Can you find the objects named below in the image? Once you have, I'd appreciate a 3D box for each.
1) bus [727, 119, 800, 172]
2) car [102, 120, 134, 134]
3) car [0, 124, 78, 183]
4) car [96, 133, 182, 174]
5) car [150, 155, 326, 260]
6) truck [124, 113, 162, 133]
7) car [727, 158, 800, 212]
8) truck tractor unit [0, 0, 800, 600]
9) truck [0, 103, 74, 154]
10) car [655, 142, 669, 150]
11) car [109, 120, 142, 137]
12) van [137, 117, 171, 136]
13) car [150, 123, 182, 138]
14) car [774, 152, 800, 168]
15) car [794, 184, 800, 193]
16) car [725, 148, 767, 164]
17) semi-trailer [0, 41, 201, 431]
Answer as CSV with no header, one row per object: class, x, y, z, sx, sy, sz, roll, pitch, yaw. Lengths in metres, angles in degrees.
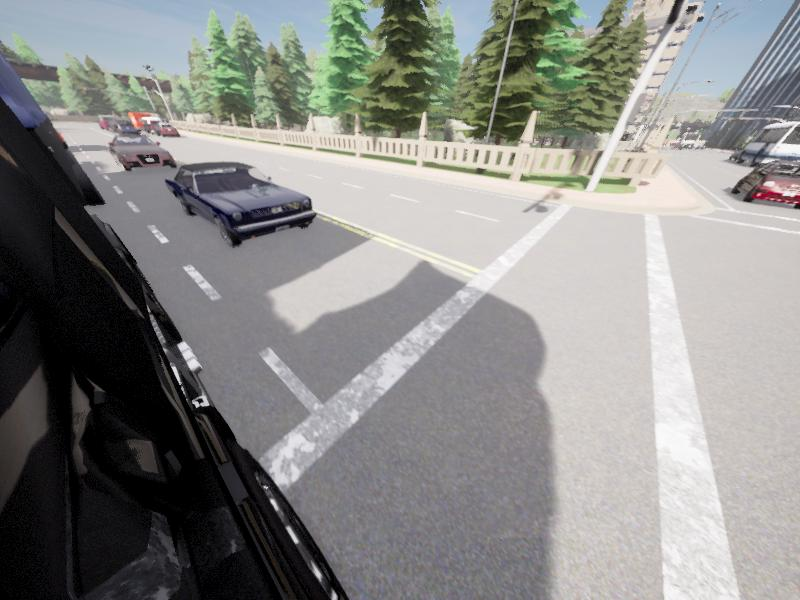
bus,43.445,-17.658,26.405,3.944,4.253,10.273,28,44,30
car,-40.899,-25.039,33.480,5.357,1.411,2.033,28,44,30
car,-16.232,-6.503,9.981,5.238,1.638,1.930,28,44,30
car,-13.440,-7.639,11.901,4.181,1.385,1.994,28,44,30
car,-4.222,-2.689,5.905,4.718,1.301,1.895,28,44,30
truck,-41.240,-28.401,37.060,5.204,2.467,2.627,28,44,30
car,17.530,-5.428,10.650,1.851,1.617,3.988,30,45,32
truck tractor unit,-2.645,-0.295,0.351,6.516,4.208,3.053,28,44,30
truck,-24.835,-11.430,15.356,5.204,2.467,2.627,28,44,30
car,71.222,-41.912,62.844,1.801,1.575,5.366,28,44,30
car,-35.727,-22.366,30.044,3.988,1.617,1.851,28,44,30
van,-35.944,-25.397,33.724,4.480,2.038,2.069,28,44,30
car,-31.176,-22.622,30.775,3.806,1.475,1.970,28,44,30
car,49.656,-17.448,28.828,1.816,1.474,4.193,28,44,30
car,23.036,-5.807,11.632,1.812,1.442,4.674,28,44,30
car,50.087,-21.006,33.586,2.128,1.511,4.902,28,44,30
semi-trailer,-8.684,-3.609,4.250,14.254,4.402,2.717,28,44,30
